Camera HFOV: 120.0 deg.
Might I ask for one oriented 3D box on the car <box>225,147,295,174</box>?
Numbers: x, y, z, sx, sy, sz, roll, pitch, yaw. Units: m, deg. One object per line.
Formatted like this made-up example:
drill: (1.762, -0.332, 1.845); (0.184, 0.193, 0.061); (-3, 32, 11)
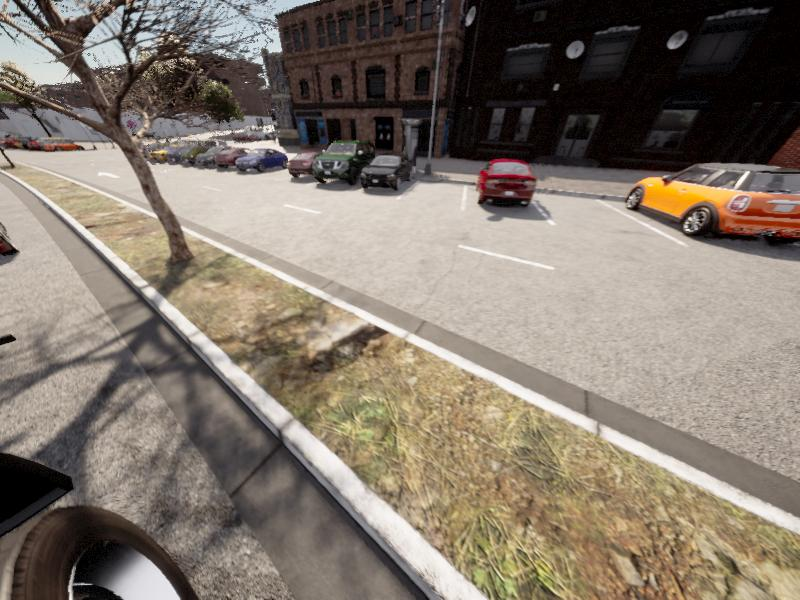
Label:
car: (-10.648, -11.018, 18.107); (2.002, 1.452, 4.674); (8, 35, 10)

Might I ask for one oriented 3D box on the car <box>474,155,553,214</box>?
car: (4.429, -5.186, 9.916); (2.097, 1.535, 5.008); (9, 35, 12)

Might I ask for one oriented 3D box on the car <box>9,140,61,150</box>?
car: (-72.724, -31.070, 46.205); (1.946, 1.575, 5.366); (3, 35, 4)

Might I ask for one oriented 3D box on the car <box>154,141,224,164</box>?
car: (-20.890, -14.906, 23.233); (2.185, 1.767, 4.553); (7, 35, 9)

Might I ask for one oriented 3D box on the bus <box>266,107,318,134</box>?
bus: (-24.413, -41.559, 53.363); (3.944, 4.253, 10.273); (17, 44, 19)

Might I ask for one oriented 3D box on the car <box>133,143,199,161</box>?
car: (-25.950, -16.646, 25.930); (2.163, 1.488, 4.792); (6, 35, 8)

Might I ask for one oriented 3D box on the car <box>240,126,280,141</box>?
car: (-25.725, -30.702, 42.560); (5.566, 2.045, 2.435); (4, 41, 4)

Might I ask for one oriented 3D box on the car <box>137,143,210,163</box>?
car: (-23.520, -15.595, 24.394); (1.946, 1.575, 5.366); (7, 35, 8)

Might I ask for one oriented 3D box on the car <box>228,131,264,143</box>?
car: (-27.061, -28.689, 40.702); (4.674, 1.452, 2.002); (4, 41, 4)

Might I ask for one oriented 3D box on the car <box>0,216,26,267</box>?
car: (-10.479, -1.607, 4.903); (4.181, 1.385, 1.994); (21, 40, 27)

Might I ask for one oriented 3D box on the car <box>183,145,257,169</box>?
car: (-15.752, -12.938, 20.712); (2.231, 1.521, 4.892); (7, 35, 9)

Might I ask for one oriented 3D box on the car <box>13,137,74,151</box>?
car: (-67.313, -29.662, 43.840); (2.435, 2.045, 5.566); (3, 35, 4)

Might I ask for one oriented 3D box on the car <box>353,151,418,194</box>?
car: (-0.548, -7.179, 12.693); (2.097, 1.535, 5.008); (9, 35, 11)

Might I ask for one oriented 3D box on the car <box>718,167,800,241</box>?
car: (11.834, -2.134, 5.665); (2.231, 1.521, 4.892); (9, 35, 12)

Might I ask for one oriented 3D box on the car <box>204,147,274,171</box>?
car: (-13.203, -11.963, 19.422); (2.002, 1.452, 4.674); (7, 35, 10)

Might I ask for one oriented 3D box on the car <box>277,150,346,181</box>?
car: (-5.587, -9.098, 15.433); (2.002, 1.452, 4.674); (8, 35, 11)

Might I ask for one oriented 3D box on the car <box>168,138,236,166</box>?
car: (-18.340, -13.986, 21.777); (1.878, 1.987, 4.442); (7, 35, 9)

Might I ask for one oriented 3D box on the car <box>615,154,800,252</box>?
car: (9.370, -3.255, 7.010); (2.185, 1.767, 4.553); (9, 35, 12)

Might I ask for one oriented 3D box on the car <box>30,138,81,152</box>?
car: (-61.903, -28.018, 41.616); (1.878, 1.987, 4.442); (4, 35, 4)

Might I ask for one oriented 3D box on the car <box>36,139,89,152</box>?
car: (-59.200, -27.200, 40.665); (2.185, 1.767, 4.553); (4, 35, 5)

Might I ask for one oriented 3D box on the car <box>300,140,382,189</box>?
car: (-3.061, -8.349, 13.890); (2.435, 2.045, 5.566); (8, 35, 10)

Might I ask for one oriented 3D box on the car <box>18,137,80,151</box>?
car: (-64.599, -28.861, 42.737); (2.435, 2.045, 5.566); (4, 35, 4)

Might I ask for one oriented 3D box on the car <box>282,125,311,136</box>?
car: (-21.817, -35.889, 48.871); (4.892, 1.521, 2.231); (4, 41, 4)
